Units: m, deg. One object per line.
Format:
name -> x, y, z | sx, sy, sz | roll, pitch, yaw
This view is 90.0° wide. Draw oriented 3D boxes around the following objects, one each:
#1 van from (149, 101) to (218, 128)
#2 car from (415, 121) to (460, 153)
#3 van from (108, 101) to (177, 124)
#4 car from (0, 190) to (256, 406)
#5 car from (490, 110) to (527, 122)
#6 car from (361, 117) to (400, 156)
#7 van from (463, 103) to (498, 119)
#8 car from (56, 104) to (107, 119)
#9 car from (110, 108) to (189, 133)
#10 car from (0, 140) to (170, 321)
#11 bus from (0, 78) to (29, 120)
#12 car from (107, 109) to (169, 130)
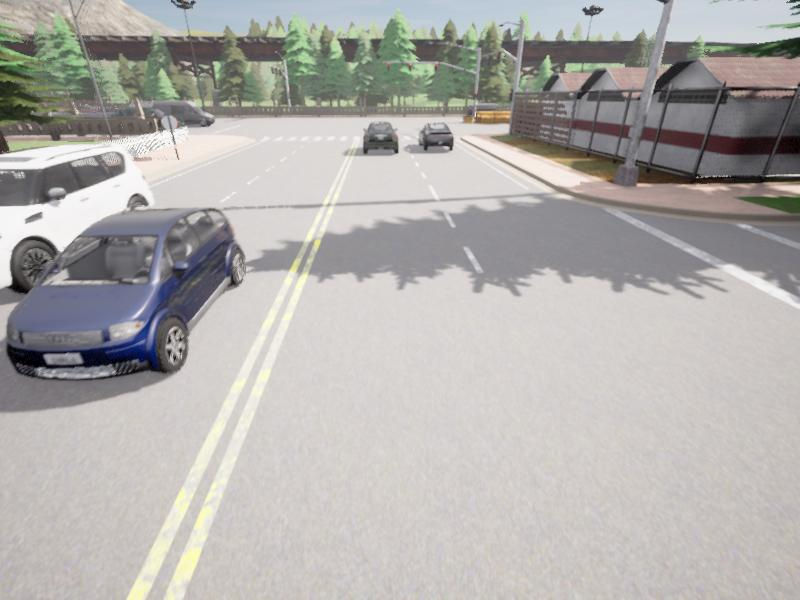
van -> -23.311, -20.158, 43.375 | 5.915, 2.561, 1.988 | -2, 27, -4
car -> 2.261, -10.498, 25.565 | 2.128, 1.511, 4.902 | -1, 27, -3
van -> -31.457, -23.012, 49.050 | 6.366, 2.431, 2.351 | -2, 27, -4
car -> -3.609, -0.390, 5.740 | 1.789, 1.549, 3.705 | -1, 27, -3
car -> 14.238, -24.265, 52.648 | 4.181, 1.385, 1.994 | -2, 27, -4
car -> -1.183, -10.044, 24.370 | 2.097, 1.767, 4.553 | -1, 27, -3
van -> 11.752, -27.643, 58.579 | 4.442, 1.987, 1.775 | -2, 27, -4
car -> -43.297, -25.703, 54.500 | 4.792, 1.488, 2.163 | 1, 27, -6
car -> -23.144, -16.748, 37.248 | 5.566, 2.045, 2.150 | -2, 27, -4
car -> -7.254, -1.828, 8.023 | 2.150, 2.045, 5.566 | -1, 27, -3
bus -> -51.088, -23.994, 46.672 | 10.273, 4.253, 3.944 | 3, 27, -7
car -> -26.209, -18.161, 40.190 | 4.605, 1.855, 1.932 | -2, 27, -4
